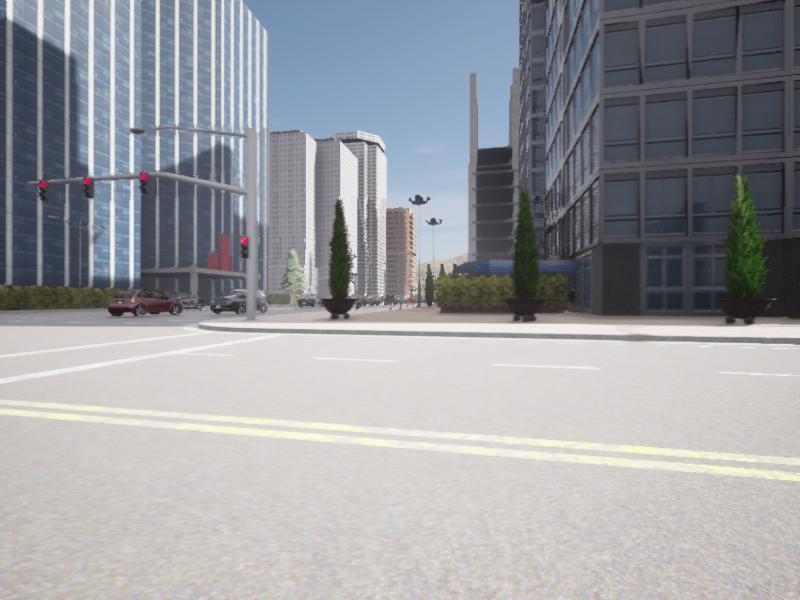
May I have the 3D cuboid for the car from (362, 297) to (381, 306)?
[{"bbox_3d":[-5.022,0.254,71.392,2.163,1.488,4.792,0,0,12],"label":"car"}]

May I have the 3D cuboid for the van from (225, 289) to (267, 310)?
[{"bbox_3d":[-15.323,-0.014,40.162,1.775,1.987,4.442,0,0,12],"label":"van"}]

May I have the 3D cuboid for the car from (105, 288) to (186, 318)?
[{"bbox_3d":[-15.188,0.173,24.141,1.851,1.617,3.988,0,0,12],"label":"car"}]

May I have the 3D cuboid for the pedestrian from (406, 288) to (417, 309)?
[{"bbox_3d":[0.996,-0.111,35.263,0.751,1.860,0.751,0,0,-18],"label":"pedestrian"}]

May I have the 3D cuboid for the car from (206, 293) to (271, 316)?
[{"bbox_3d":[-10.912,0.259,27.380,1.812,1.442,4.674,0,0,12],"label":"car"}]

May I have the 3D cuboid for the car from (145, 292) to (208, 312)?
[{"bbox_3d":[-19.841,0.151,35.806,1.930,1.638,5.238,0,0,12],"label":"car"}]

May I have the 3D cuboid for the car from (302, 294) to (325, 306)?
[{"bbox_3d":[-13.782,0.046,63.935,1.932,1.855,4.605,0,-1,12],"label":"car"}]

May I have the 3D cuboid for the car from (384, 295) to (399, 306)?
[{"bbox_3d":[-1.520,0.062,71.028,1.905,1.878,3.866,0,0,12],"label":"car"}]

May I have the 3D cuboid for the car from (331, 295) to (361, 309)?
[{"bbox_3d":[-6.396,0.222,48.375,2.038,1.542,4.974,0,0,12],"label":"car"}]

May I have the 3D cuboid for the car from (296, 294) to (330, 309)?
[{"bbox_3d":[-10.197,0.164,47.351,1.930,1.638,5.238,0,0,12],"label":"car"}]
